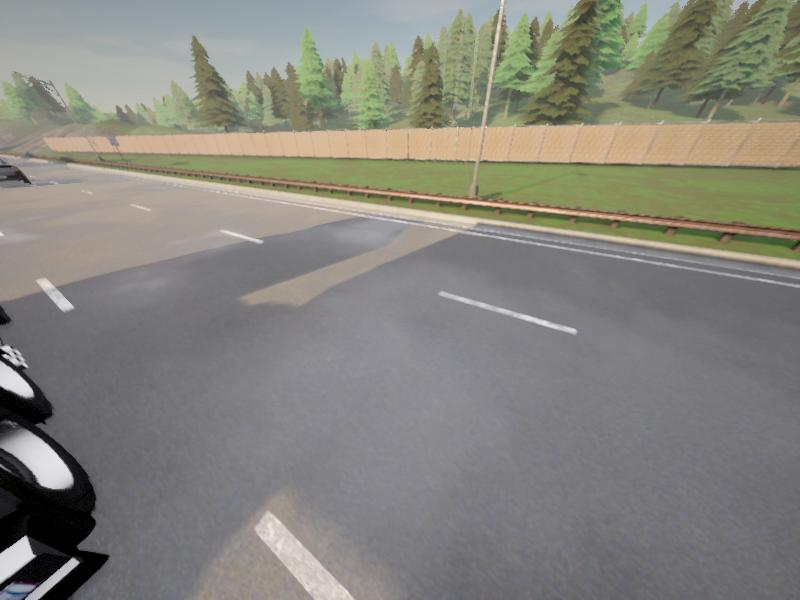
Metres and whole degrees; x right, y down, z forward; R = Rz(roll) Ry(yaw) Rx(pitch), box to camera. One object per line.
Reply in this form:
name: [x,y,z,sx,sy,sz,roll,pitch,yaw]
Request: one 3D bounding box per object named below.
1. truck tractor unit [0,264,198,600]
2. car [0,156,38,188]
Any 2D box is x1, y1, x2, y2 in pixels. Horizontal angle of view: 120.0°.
truck tractor unit: [-5.118,-0.291,0.785,6.516,4.208,3.053,18,39,24]
car: [-26.752,-8.494,15.206,4.902,1.511,2.128,18,39,24]
